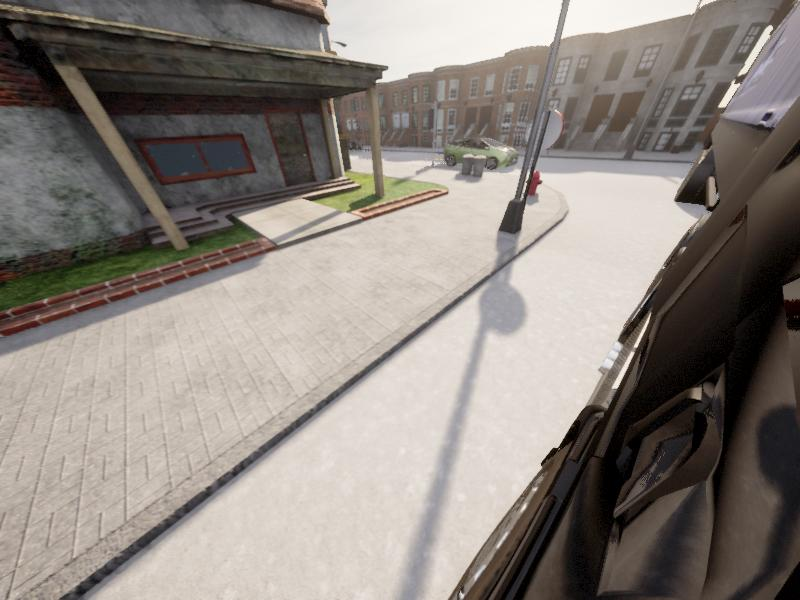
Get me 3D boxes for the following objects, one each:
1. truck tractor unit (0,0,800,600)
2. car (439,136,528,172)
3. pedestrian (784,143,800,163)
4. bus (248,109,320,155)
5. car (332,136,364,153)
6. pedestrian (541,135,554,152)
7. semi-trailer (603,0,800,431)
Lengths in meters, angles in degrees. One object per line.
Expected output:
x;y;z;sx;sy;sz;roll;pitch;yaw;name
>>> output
2.645;-0.295;0.351;6.516;4.208;3.053;-28;44;-30;truck tractor unit
4.831;-8.980;14.068;2.007;1.525;4.514;-30;45;-32;car
18.693;-7.222;10.311;0.751;1.860;0.751;-25;42;-27;pedestrian
-15.446;-21.985;30.510;3.944;4.253;10.273;-32;45;-33;bus
-6.338;-18.942;28.113;1.845;1.501;3.633;-32;45;-33;car
11.824;-12.578;18.555;0.500;1.100;0.500;25;45;32;pedestrian
8.435;-3.776;4.465;14.254;4.402;2.717;-31;45;-32;semi-trailer
